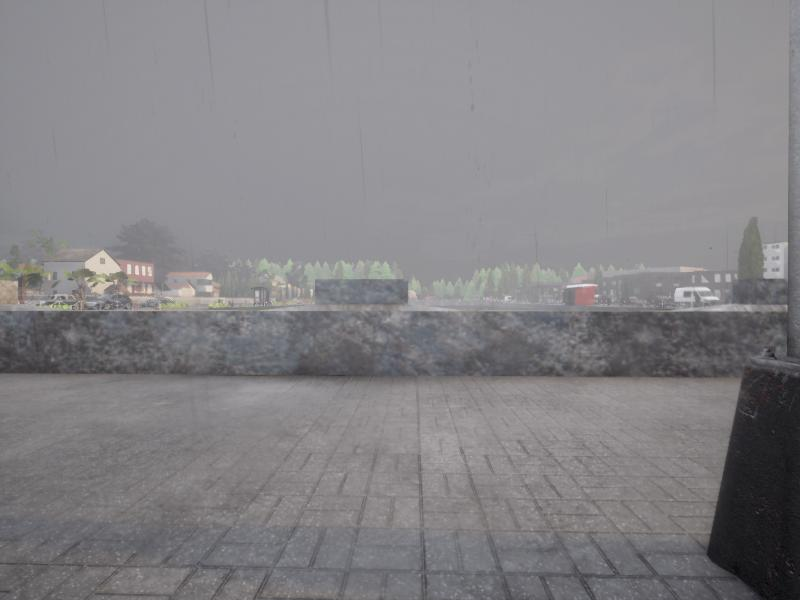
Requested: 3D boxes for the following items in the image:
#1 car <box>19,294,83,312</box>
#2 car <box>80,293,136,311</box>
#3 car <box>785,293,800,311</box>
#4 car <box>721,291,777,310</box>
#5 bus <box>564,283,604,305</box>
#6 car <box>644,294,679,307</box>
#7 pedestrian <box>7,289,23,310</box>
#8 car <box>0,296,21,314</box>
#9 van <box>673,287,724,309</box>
[{"bbox_3d":[-29.422,0.253,33.891,1.970,1.475,3.806,0,0,2],"label":"car"},{"bbox_3d":[-29.211,0.178,40.270,2.033,1.649,4.856,0,0,2],"label":"car"},{"bbox_3d":[36.340,0.201,34.239,1.801,1.575,5.366,0,0,2],"label":"car"},{"bbox_3d":[36.603,0.052,42.120,1.932,1.855,4.605,0,0,2],"label":"car"},{"bbox_3d":[38.101,-1.139,83.307,3.944,4.253,10.273,0,0,2],"label":"bus"},{"bbox_3d":[37.100,0.094,56.978,2.097,1.767,4.553,0,0,2],"label":"car"},{"bbox_3d":[-34.462,-0.067,35.824,0.751,1.860,0.751,0,0,1],"label":"pedestrian"},{"bbox_3d":[-29.630,0.344,27.856,1.895,1.301,4.718,0,0,2],"label":"car"},{"bbox_3d":[36.850,-0.278,49.652,1.988,2.561,5.915,0,0,2],"label":"van"}]
